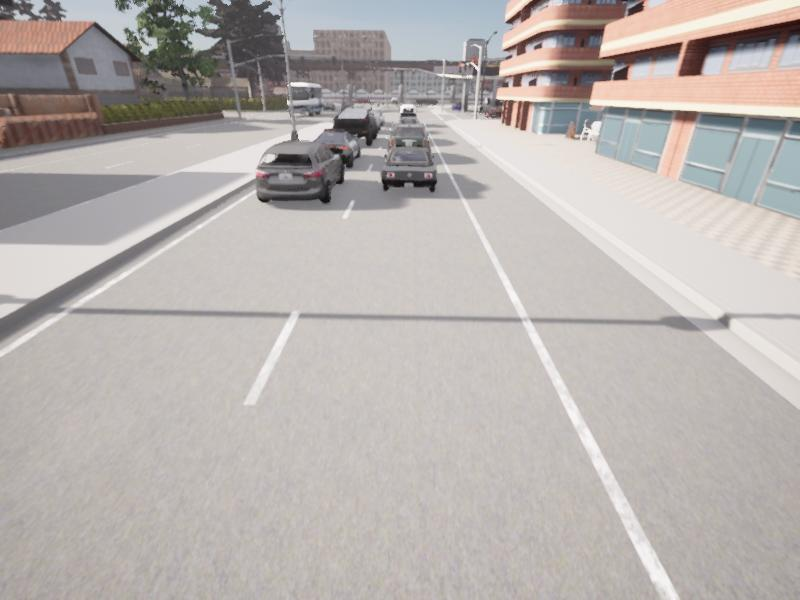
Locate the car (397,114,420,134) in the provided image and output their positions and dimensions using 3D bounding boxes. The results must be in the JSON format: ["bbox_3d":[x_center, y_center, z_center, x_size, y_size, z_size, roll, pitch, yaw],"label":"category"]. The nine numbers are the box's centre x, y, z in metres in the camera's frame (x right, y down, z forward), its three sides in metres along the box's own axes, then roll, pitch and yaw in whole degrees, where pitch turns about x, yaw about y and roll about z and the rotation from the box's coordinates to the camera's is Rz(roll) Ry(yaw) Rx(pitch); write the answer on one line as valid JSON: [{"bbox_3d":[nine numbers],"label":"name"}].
[{"bbox_3d":[0.756,-15.547,35.324,1.895,1.301,4.718,1,27,1],"label":"car"}]

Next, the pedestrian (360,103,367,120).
[{"bbox_3d":[-4.520,-23.546,50.041,0.751,1.860,0.751,1,27,1],"label":"pedestrian"}]

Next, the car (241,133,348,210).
[{"bbox_3d":[-3.191,-4.430,13.299,2.242,1.667,4.611,1,27,0],"label":"car"}]

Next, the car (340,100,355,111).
[{"bbox_3d":[-9.907,-36.949,76.025,2.097,1.767,4.553,1,27,1],"label":"car"}]

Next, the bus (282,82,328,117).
[{"bbox_3d":[-13.619,-29.392,58.615,3.944,4.253,10.273,1,27,1],"label":"bus"}]

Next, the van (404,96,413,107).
[{"bbox_3d":[2.137,-50.679,102.164,2.351,2.431,6.366,1,27,1],"label":"van"}]

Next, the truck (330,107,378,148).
[{"bbox_3d":[-2.907,-11.753,27.024,2.390,2.098,6.274,1,27,1],"label":"truck"}]

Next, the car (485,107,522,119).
[{"bbox_3d":[14.787,-26.782,57.218,4.674,1.442,1.812,1,27,0],"label":"car"}]

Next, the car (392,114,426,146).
[{"bbox_3d":[0.607,-11.983,28.062,2.152,1.651,5.027,1,27,1],"label":"car"}]

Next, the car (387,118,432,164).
[{"bbox_3d":[0.465,-8.389,20.908,2.097,1.767,4.553,1,27,1],"label":"car"}]

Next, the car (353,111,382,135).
[{"bbox_3d":[-2.748,-15.533,34.966,2.038,1.542,4.974,1,27,1],"label":"car"}]

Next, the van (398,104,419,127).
[{"bbox_3d":[0.853,-19.408,41.993,2.069,2.038,4.480,1,27,1],"label":"van"}]

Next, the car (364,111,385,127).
[{"bbox_3d":[-2.606,-19.078,42.095,1.895,1.301,4.718,1,27,1],"label":"car"}]

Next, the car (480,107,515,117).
[{"bbox_3d":[14.700,-28.373,60.385,4.718,1.301,1.895,1,27,0],"label":"car"}]

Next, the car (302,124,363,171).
[{"bbox_3d":[-3.069,-7.489,19.379,2.038,1.542,4.974,1,27,1],"label":"car"}]

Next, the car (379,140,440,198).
[{"bbox_3d":[0.339,-5.004,14.893,1.895,1.301,4.718,1,27,1],"label":"car"}]

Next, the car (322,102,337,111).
[{"bbox_3d":[-13.410,-36.779,76.055,1.994,1.385,4.181,1,27,1],"label":"car"}]

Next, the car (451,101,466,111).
[{"bbox_3d":[11.350,-37.924,78.226,2.242,1.667,4.611,1,27,1],"label":"car"}]
